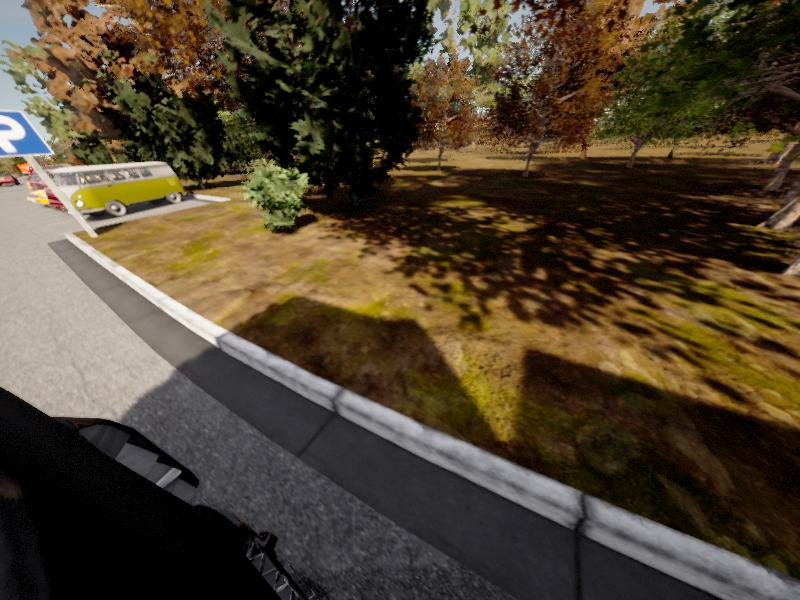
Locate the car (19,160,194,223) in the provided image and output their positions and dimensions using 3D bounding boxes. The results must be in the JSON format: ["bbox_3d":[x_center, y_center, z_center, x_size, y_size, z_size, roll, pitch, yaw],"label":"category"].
[{"bbox_3d":[-13.215,-5.331,11.031,1.878,1.987,4.442,5,35,12],"label":"car"}]

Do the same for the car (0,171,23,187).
[{"bbox_3d":[-54.764,-16.775,32.000,3.988,1.617,1.851,21,42,32],"label":"car"}]

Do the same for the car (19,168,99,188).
[{"bbox_3d":[-39.967,-14.487,27.318,2.163,1.488,4.792,7,36,15],"label":"car"}]

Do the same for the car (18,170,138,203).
[{"bbox_3d":[-23.061,-8.428,16.938,2.002,1.452,4.674,6,35,14],"label":"car"}]

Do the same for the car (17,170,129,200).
[{"bbox_3d":[-25.508,-9.262,18.381,2.002,1.452,4.674,6,35,14],"label":"car"}]

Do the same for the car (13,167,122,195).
[{"bbox_3d":[-30.324,-11.100,21.431,1.946,1.575,5.366,6,35,14],"label":"car"}]

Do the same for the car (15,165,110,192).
[{"bbox_3d":[-32.780,-11.975,22.718,2.185,1.767,4.553,7,36,14],"label":"car"}]

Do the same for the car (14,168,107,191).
[{"bbox_3d":[-35.197,-12.722,24.252,2.097,1.535,5.008,7,36,15],"label":"car"}]

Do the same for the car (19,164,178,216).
[{"bbox_3d":[-15.680,-6.094,12.553,2.185,1.767,4.553,5,35,13],"label":"car"}]

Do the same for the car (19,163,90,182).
[{"bbox_3d":[-54.131,-20.206,36.457,2.435,2.045,5.566,8,36,17],"label":"car"}]

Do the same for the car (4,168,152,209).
[{"bbox_3d":[-20.644,-7.535,15.333,1.946,1.575,5.366,6,35,13],"label":"car"}]

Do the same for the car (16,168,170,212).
[{"bbox_3d":[-18.097,-6.924,14.207,1.946,1.575,5.366,5,35,13],"label":"car"}]

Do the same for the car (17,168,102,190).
[{"bbox_3d":[-37.590,-13.562,25.749,2.163,1.488,4.792,7,36,15],"label":"car"}]

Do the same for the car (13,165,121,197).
[{"bbox_3d":[-27.960,-10.227,19.722,2.185,1.767,4.553,6,35,14],"label":"car"}]
